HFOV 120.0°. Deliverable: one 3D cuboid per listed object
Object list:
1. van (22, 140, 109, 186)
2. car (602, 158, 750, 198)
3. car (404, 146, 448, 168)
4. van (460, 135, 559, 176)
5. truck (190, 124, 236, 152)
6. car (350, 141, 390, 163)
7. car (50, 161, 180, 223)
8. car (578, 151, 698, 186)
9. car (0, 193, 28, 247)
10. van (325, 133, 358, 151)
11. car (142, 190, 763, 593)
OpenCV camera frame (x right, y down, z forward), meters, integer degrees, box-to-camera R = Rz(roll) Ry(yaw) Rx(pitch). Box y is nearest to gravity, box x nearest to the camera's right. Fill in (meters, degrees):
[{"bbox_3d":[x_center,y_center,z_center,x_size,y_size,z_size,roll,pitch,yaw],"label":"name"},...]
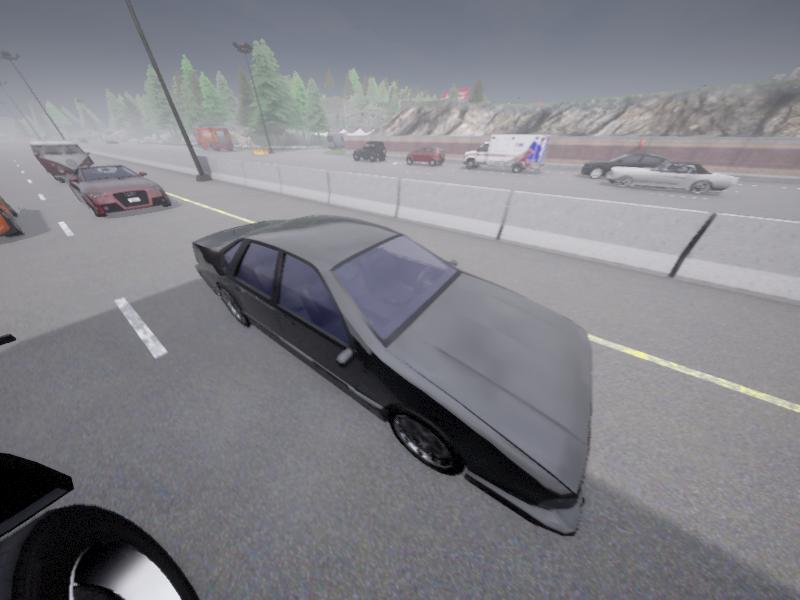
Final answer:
[{"bbox_3d":[-19.373,-8.038,13.403,4.442,1.987,1.775,22,41,28],"label":"van"},{"bbox_3d":[13.827,-6.515,12.142,4.718,1.301,1.895,22,41,28],"label":"car"},{"bbox_3d":[2.434,-13.742,22.060,3.705,1.549,1.789,22,41,28],"label":"car"},{"bbox_3d":[8.407,-11.663,18.408,6.366,2.431,2.351,22,41,28],"label":"van"},{"bbox_3d":[-33.729,-29.156,41.613,8.468,3.827,2.891,24,42,30],"label":"truck"},{"bbox_3d":[-3.245,-16.199,25.197,3.866,1.878,1.905,22,41,28],"label":"car"},{"bbox_3d":[-10.502,-4.165,8.527,4.181,1.385,1.994,22,41,28],"label":"car"},{"bbox_3d":[14.906,-8.647,14.964,5.008,1.535,1.882,22,41,28],"label":"car"},{"bbox_3d":[-12.017,-2.494,5.776,4.553,1.767,2.097,22,41,28],"label":"car"},{"bbox_3d":[-10.948,-29.988,43.775,1.988,2.561,5.915,22,41,28],"label":"van"},{"bbox_3d":[-0.685,-0.168,2.929,5.357,1.411,2.033,22,41,28],"label":"car"}]
